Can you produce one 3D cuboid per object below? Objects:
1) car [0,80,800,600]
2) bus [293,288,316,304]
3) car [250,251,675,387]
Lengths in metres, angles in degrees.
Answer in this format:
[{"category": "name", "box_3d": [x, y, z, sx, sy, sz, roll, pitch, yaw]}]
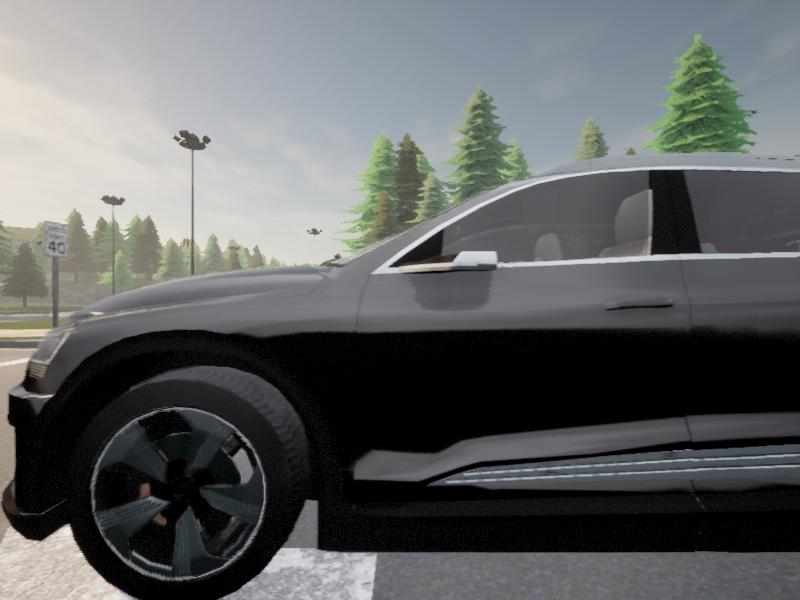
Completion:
[{"category": "car", "box_3d": [0.806, 0.178, 2.227, 4.856, 1.649, 2.033, 0, 0, 0]}, {"category": "bus", "box_3d": [-26.770, -1.099, 113.113, 3.944, 4.253, 10.273, 0, 0, 1]}, {"category": "car", "box_3d": [0.738, 0.222, 5.709, 4.974, 1.542, 2.038, -1, 0, 0]}]
